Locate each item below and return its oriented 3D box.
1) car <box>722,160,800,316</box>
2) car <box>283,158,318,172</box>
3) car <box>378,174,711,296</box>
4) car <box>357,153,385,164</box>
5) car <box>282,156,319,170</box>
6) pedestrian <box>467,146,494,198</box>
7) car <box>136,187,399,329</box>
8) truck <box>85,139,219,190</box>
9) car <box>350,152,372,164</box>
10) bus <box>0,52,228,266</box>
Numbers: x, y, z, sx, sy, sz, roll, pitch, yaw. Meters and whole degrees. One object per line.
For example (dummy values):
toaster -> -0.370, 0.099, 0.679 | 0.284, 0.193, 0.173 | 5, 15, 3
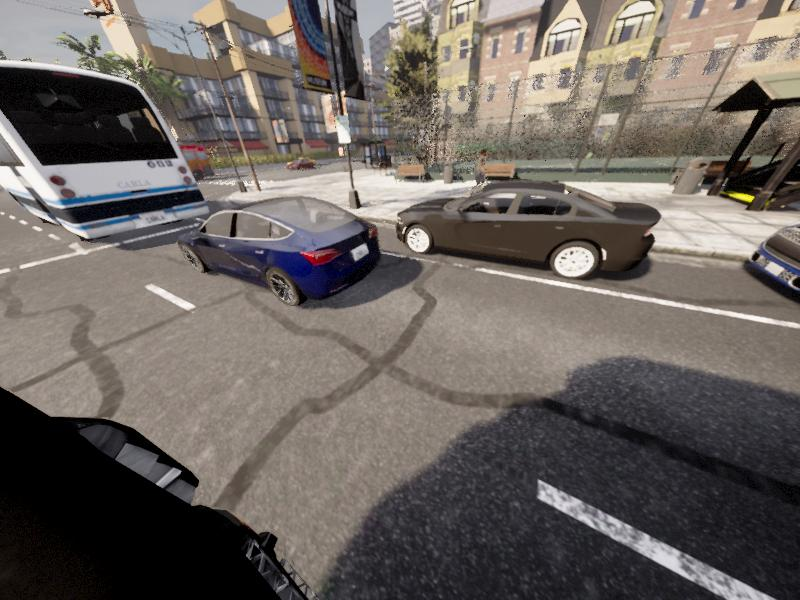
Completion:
car -> 7.922, -0.472, 2.417 | 4.553, 1.767, 2.185 | 15, 38, 25
car -> -14.238, -19.487, 33.286 | 1.994, 1.385, 4.181 | 15, 38, 25
car -> 2.259, -1.821, 5.143 | 5.008, 1.535, 2.097 | 15, 38, 25
car -> -5.046, -25.096, 40.966 | 2.033, 1.411, 5.357 | 15, 38, 25
car -> -15.793, -21.978, 36.976 | 1.801, 1.575, 5.366 | 15, 38, 25
pedestrian -> 3.409, -5.418, 9.861 | 0.751, 1.860, 0.751 | 13, 37, 22
car -> -2.677, -1.303, 4.818 | 4.792, 1.488, 2.163 | 15, 38, 25
truck -> -25.081, -14.320, 24.160 | 2.891, 3.827, 8.468 | 24, 42, 34
car -> -7.315, -26.843, 43.593 | 1.851, 1.617, 3.988 | 15, 38, 25
bus -> -12.228, -4.952, 8.606 | 10.273, 4.253, 3.944 | 16, 38, 25
